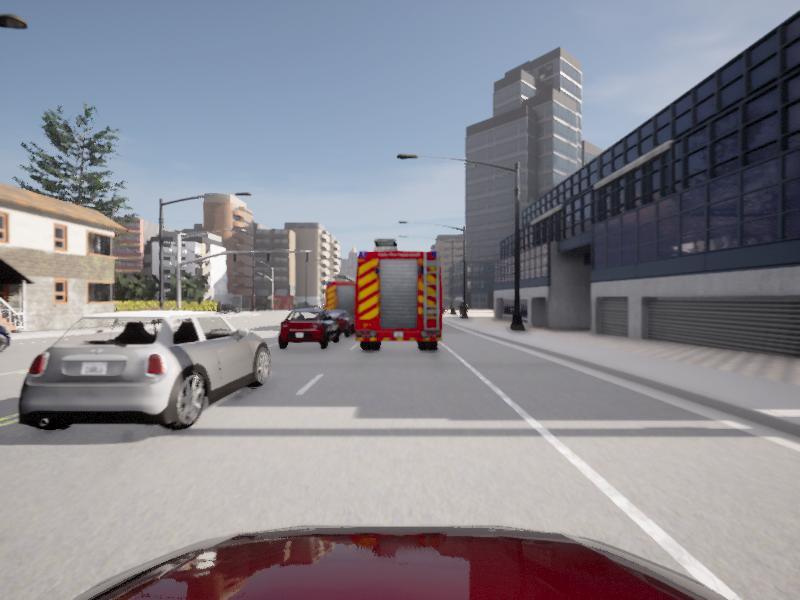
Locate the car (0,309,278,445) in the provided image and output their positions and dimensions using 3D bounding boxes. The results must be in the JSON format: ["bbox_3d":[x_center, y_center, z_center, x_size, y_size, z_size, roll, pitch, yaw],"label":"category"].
[{"bbox_3d":[-3.505,0.897,6.370,1.970,1.475,3.806,0,-1,0],"label":"car"}]

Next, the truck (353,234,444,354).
[{"bbox_3d":[-0.008,-0.073,16.978,2.891,3.827,8.468,0,-2,1],"label":"truck"}]

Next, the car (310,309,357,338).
[{"bbox_3d":[-3.542,1.246,22.257,1.812,1.442,4.674,0,-1,0],"label":"car"}]

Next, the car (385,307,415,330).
[{"bbox_3d":[-0.012,1.337,29.968,2.038,1.542,4.974,0,-1,0],"label":"car"}]

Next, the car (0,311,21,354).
[{"bbox_3d":[-14.003,1.034,11.622,1.994,1.385,4.181,0,-1,0],"label":"car"}]

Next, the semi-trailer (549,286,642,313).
[{"bbox_3d":[32.504,-0.073,66.858,14.254,4.402,2.717,0,0,0],"label":"semi-trailer"}]

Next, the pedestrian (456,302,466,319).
[{"bbox_3d":[6.538,1.110,42.631,0.751,1.860,0.751,0,0,-22],"label":"pedestrian"}]

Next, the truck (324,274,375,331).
[{"bbox_3d":[-3.612,0.205,30.977,2.891,3.827,8.468,0,-1,0],"label":"truck"}]

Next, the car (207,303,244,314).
[{"bbox_3d":[-27.813,1.337,63.805,5.027,1.651,2.152,0,0,1],"label":"car"}]

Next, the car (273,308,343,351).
[{"bbox_3d":[-3.506,1.081,16.036,1.816,1.474,4.193,0,-1,0],"label":"car"}]

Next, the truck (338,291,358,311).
[{"bbox_3d":[-10.534,0.285,81.569,2.891,3.827,8.468,0,0,0],"label":"truck"}]
